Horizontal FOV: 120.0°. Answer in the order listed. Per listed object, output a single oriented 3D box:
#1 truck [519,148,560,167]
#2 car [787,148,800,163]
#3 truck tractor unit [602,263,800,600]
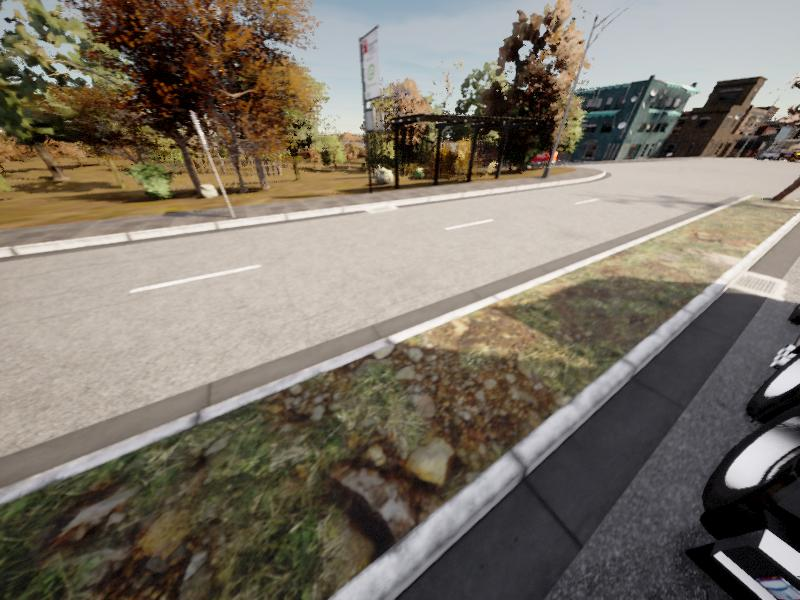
[{"bbox_3d":[24.058,-24.670,40.227,2.627,2.467,5.204,-17,32,-21],"label":"truck"},{"bbox_3d":[52.675,-18.600,29.776,5.008,1.535,1.882,-17,38,-25],"label":"car"},{"bbox_3d":[5.116,-0.294,0.788,6.516,4.208,3.053,-18,39,-24],"label":"truck tractor unit"}]
